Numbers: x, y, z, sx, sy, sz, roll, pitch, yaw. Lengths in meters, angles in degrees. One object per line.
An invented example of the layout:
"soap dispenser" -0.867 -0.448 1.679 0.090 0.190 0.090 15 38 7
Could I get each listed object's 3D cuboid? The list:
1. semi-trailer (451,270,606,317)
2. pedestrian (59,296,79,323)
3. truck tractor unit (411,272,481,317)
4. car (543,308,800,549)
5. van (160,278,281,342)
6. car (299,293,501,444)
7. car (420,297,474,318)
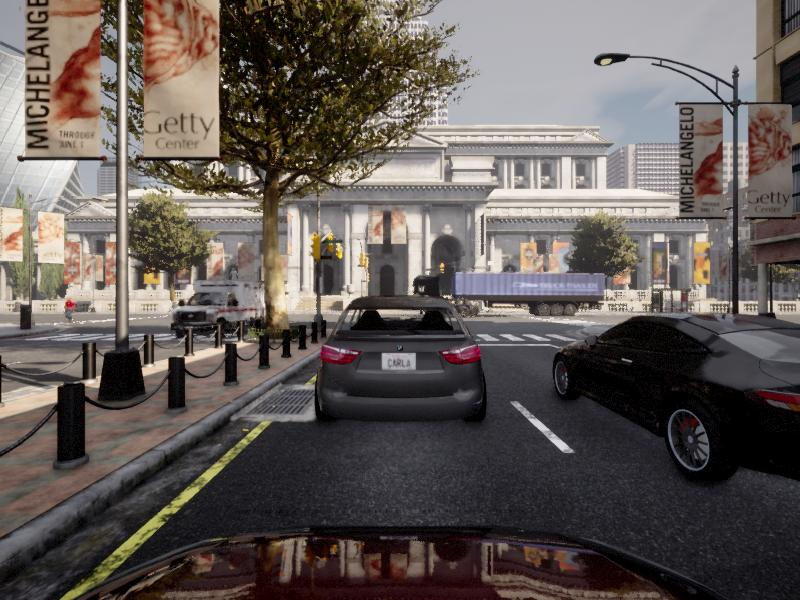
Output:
"semi-trailer" 12.326 -0.619 39.206 14.254 4.402 2.717 0 0 0
"pedestrian" -22.466 0.637 27.171 0.751 1.860 0.751 0 0 -2
"truck tractor unit" 4.412 -0.524 39.255 6.516 4.208 3.053 0 0 0
"car" 3.472 0.870 4.859 1.812 1.442 4.674 0 0 0
"van" -7.865 0.378 18.586 2.351 2.431 6.366 0 0 4
"car" 0.019 0.756 6.742 2.242 1.667 4.611 0 0 0
"car" 4.153 0.654 35.760 4.605 1.855 1.932 0 0 0
